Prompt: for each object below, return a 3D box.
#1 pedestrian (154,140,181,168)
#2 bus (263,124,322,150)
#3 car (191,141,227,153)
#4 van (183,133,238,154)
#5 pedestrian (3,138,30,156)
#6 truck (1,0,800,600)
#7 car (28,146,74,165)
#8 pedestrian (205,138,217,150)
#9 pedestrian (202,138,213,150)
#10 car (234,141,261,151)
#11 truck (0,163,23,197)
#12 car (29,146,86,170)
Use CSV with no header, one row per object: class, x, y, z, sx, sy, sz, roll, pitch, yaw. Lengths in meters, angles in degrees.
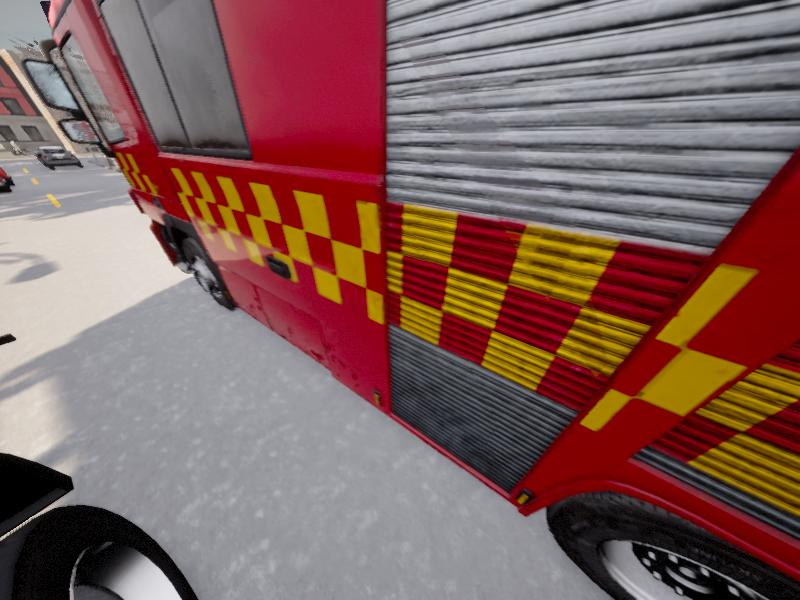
pedestrian,-18.550,-11.643,18.442,0.751,1.860,0.751,26,43,32
bus,-22.637,-34.866,49.506,3.944,4.253,10.273,22,41,28
car,-32.286,-26.037,39.196,1.851,1.617,3.988,22,41,28
van,-29.673,-24.680,36.483,1.988,2.561,5.915,24,41,30
pedestrian,-46.516,-18.561,28.032,0.751,1.860,0.751,14,38,19
truck,0.102,-1.197,2.290,8.468,3.827,2.891,22,41,28
car,-34.307,-14.376,22.841,4.181,1.385,1.994,26,43,32
pedestrian,-34.727,-28.655,42.447,0.751,1.860,0.751,-6,36,-9
pedestrian,-35.334,-28.642,42.425,0.751,1.860,0.751,12,37,16
car,-28.629,-28.989,43.480,1.845,1.501,3.633,22,41,28
truck,-20.408,-6.172,10.358,5.204,2.467,2.627,22,41,28
car,-28.695,-11.955,19.359,3.806,1.475,1.970,22,41,28
